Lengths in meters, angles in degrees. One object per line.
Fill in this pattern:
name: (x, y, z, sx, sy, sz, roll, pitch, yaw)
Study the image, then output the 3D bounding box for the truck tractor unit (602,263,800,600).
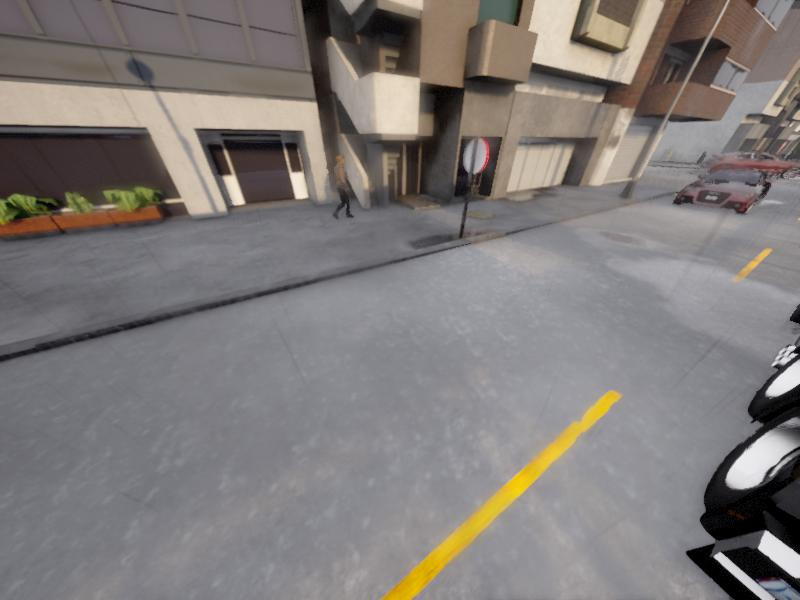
truck tractor unit: (5.108, -0.305, 0.783, 6.516, 4.208, 3.053, -18, 39, -24)

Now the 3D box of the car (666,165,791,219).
car: (13.487, -4.595, 9.511, 4.181, 1.385, 1.994, -19, 39, -26)

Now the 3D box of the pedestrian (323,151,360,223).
pedestrian: (-1.763, -3.461, 7.107, 0.751, 1.860, 0.751, -12, 37, -17)

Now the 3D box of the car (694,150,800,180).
car: (27.521, -10.635, 18.080, 5.027, 1.651, 2.152, 20, 40, 26)
